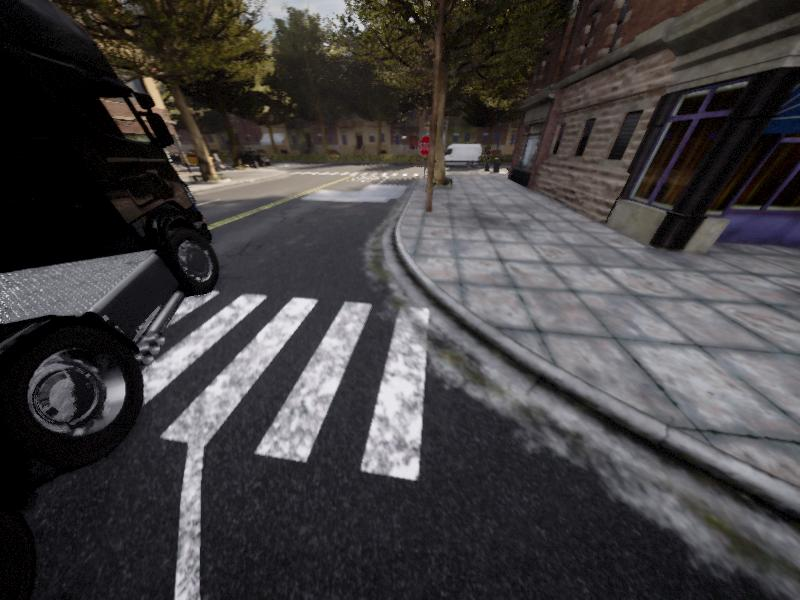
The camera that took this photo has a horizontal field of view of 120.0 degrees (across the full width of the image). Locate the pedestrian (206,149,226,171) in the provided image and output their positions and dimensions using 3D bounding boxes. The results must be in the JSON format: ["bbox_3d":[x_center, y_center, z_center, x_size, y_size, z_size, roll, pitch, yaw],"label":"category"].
[{"bbox_3d":[-18.475,-14.046,23.252,0.751,1.860,0.751,-2,34,-3],"label":"pedestrian"}]

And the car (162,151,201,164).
[{"bbox_3d":[-33.833,-22.075,35.798,3.988,1.617,1.851,5,34,7],"label":"car"}]

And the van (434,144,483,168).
[{"bbox_3d":[7.553,-19.103,30.527,5.915,2.561,1.988,5,34,7],"label":"van"}]

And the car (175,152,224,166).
[{"bbox_3d":[-27.782,-19.588,32.145,5.008,1.535,1.882,5,34,7],"label":"car"}]

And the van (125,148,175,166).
[{"bbox_3d":[-35.542,-20.428,32.946,4.480,2.038,2.069,5,34,7],"label":"van"}]

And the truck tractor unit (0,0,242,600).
[{"bbox_3d":[-4.211,-0.728,1.509,3.053,4.208,6.516,-15,36,-16],"label":"truck tractor unit"}]

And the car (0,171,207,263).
[{"bbox_3d":[-8.663,-2.746,6.907,1.851,1.617,3.988,6,34,9],"label":"car"}]

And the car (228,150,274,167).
[{"bbox_3d":[-19.962,-19.095,31.102,4.605,1.855,1.932,5,34,7],"label":"car"}]
